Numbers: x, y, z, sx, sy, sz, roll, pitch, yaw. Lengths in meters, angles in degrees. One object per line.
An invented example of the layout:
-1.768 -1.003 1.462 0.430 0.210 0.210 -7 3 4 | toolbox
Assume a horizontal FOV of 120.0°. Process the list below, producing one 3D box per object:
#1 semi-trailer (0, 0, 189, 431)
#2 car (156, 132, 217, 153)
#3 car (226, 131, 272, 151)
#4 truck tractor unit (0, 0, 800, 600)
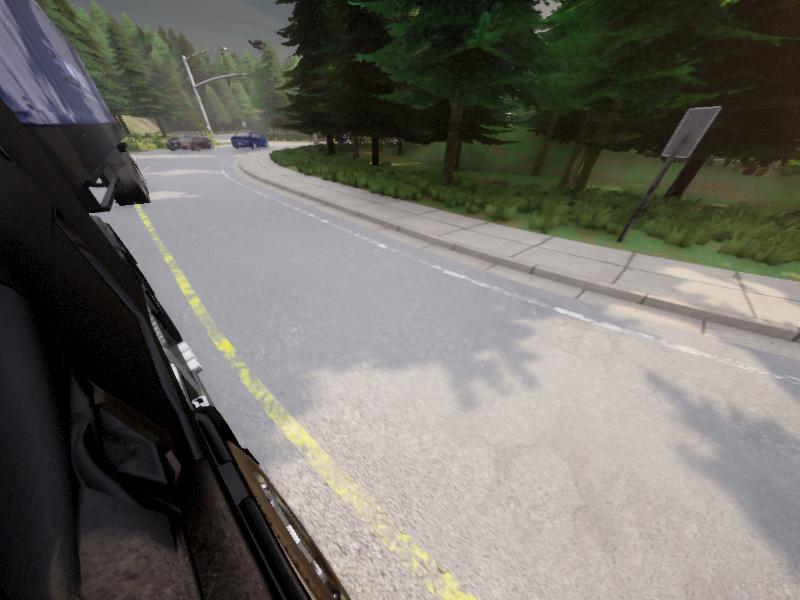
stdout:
-8.131 -3.903 4.761 2.717 4.402 14.254 -27 45 -34 | semi-trailer
-19.170 -14.398 21.046 1.994 1.385 4.181 -2 36 -6 | car
-16.061 -17.187 24.911 1.882 1.535 5.008 0 36 -3 | car
-2.645 -0.295 0.351 6.516 4.208 3.053 28 44 30 | truck tractor unit
